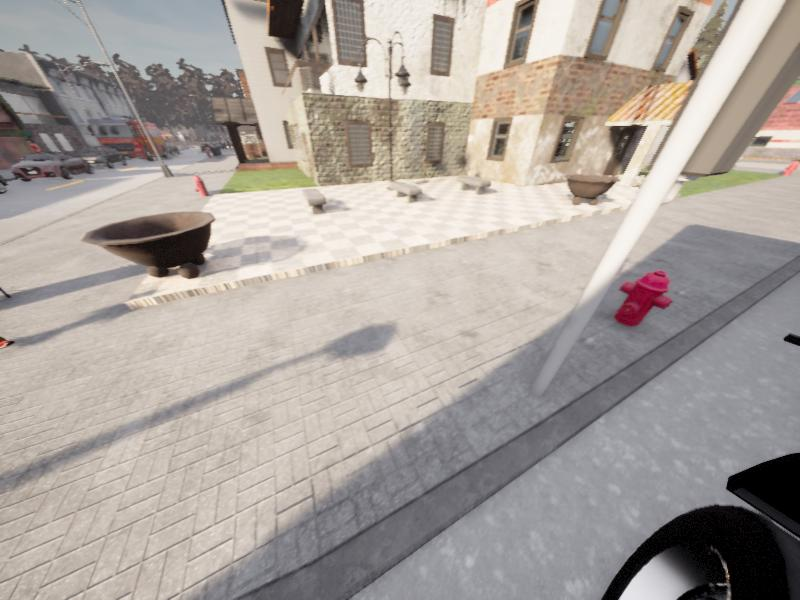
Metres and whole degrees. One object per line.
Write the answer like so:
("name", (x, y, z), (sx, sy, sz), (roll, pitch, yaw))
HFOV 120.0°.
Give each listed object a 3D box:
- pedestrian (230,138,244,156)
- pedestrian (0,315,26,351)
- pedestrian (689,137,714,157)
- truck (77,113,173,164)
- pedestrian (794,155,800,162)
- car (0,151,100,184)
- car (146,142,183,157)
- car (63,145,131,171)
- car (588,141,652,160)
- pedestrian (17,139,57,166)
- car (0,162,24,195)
("pedestrian", (-20.382, -19.199, 28.945), (0.751, 1.860, 0.751), (-16, 38, -21))
("pedestrian", (-5.048, 0.179, 2.436), (0.500, 1.100, 0.500), (-7, 36, -10))
("pedestrian", (35.079, -17.807, 26.918), (0.751, 1.860, 0.751), (10, 37, 14))
("truck", (-28.369, -17.158, 24.631), (2.891, 3.827, 8.468), (-16, 38, -21))
("pedestrian", (37.787, -13.710, 21.178), (0.751, 1.860, 0.751), (-18, 39, -24))
("car", (-22.077, -8.555, 14.692), (1.994, 1.385, 4.181), (-16, 38, -21))
("car", (-32.151, -20.772, 31.711), (2.163, 1.488, 4.792), (-16, 38, -21))
("car", (-24.661, -11.769, 19.035), (1.789, 1.549, 3.705), (-16, 38, -21))
("car", (25.385, -17.518, 26.910), (2.242, 1.667, 4.611), (-16, 38, -21))
("pedestrian", (-30.828, -12.556, 19.661), (0.751, 1.860, 0.751), (-14, 38, -19))
("car", (-18.861, -4.687, 9.038), (1.930, 1.638, 5.238), (-16, 39, -22))
